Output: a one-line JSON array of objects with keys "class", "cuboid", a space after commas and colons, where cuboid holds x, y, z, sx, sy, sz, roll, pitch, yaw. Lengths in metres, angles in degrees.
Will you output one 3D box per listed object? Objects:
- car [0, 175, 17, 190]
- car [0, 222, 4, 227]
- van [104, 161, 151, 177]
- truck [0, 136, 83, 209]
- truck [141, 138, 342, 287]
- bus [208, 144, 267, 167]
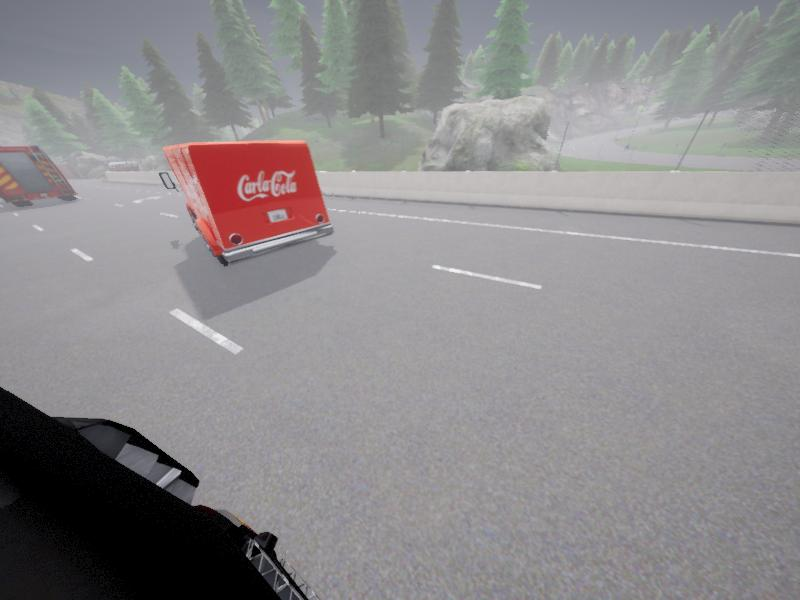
[{"class": "car", "cuboid": [-51.949, -15.101, 29.750, 3.806, 1.475, 1.970, 16, 38, 26]}, {"class": "car", "cuboid": [-20.549, -4.121, 10.282, 4.553, 1.767, 2.097, 16, 38, 26]}, {"class": "van", "cuboid": [-46.437, -22.447, 39.504, 2.069, 2.038, 4.480, 16, 38, 27]}, {"class": "truck", "cuboid": [-27.672, -9.205, 16.707, 8.468, 3.827, 2.891, 16, 38, 26]}, {"class": "truck", "cuboid": [-4.391, -2.793, 6.338, 5.204, 2.467, 2.627, 27, 44, 36]}, {"class": "bus", "cuboid": [-38.514, -34.760, 55.424, 3.944, 4.253, 10.273, 16, 38, 27]}]
